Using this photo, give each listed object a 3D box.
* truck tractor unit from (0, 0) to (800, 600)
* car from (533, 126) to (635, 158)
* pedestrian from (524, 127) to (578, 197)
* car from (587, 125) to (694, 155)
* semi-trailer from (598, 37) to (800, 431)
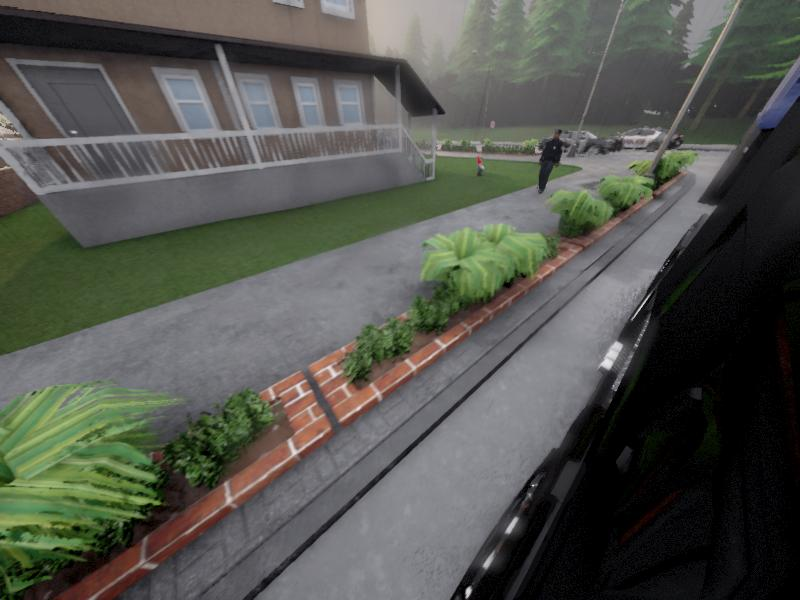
[{"bbox_3d":[2.645,-0.295,0.351,6.516,4.208,3.053,-28,44,-30],"label":"truck tractor unit"},{"bbox_3d":[13.023,-11.557,16.846,1.930,1.638,5.238,-25,42,-27],"label":"car"},{"bbox_3d":[4.891,-4.506,7.585,0.751,1.860,0.751,-28,43,-29],"label":"pedestrian"},{"bbox_3d":[17.570,-12.034,17.272,2.038,1.542,4.974,-22,41,-23],"label":"car"},{"bbox_3d":[8.704,-3.610,4.209,14.254,4.402,2.717,-28,44,-30],"label":"semi-trailer"}]
